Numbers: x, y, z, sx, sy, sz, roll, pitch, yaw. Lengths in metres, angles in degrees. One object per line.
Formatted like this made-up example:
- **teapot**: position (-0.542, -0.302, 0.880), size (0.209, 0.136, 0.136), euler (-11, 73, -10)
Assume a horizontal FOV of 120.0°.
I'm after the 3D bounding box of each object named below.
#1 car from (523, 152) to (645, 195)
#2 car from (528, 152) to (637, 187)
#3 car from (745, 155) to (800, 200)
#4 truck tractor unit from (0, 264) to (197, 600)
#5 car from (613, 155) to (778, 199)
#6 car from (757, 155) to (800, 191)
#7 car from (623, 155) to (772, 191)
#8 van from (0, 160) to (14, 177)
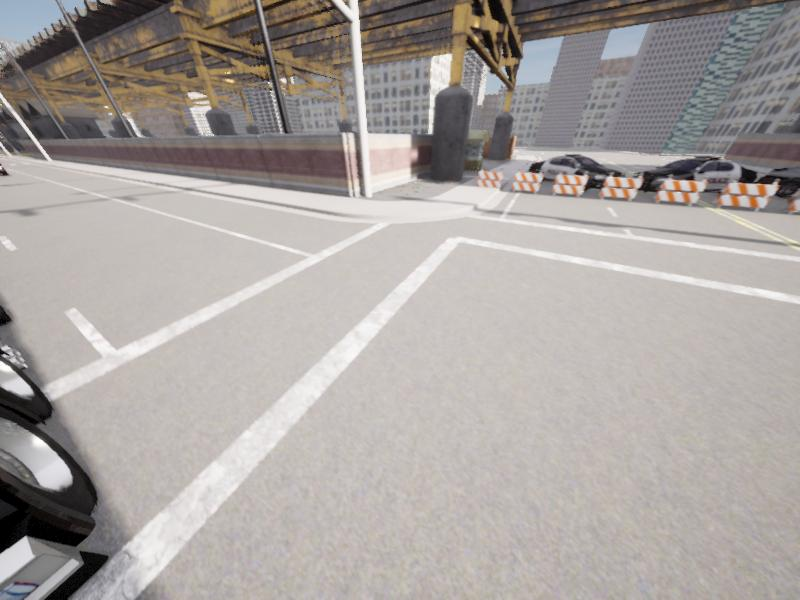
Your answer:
- **car**: position (9.701, -7.214, 12.894), size (2.038, 1.542, 4.974), euler (-10, 36, -13)
- **car**: position (9.685, -7.371, 12.844), size (1.853, 1.218, 4.536), euler (-10, 36, -13)
- **car**: position (18.741, -4.809, 9.337), size (2.038, 1.542, 4.974), euler (-20, 39, -25)
- **truck tractor unit**: position (-5.116, -0.292, 0.783), size (6.516, 4.208, 3.053), euler (18, 39, 24)
- **car**: position (13.698, -5.925, 10.996), size (4.974, 1.542, 2.038), euler (-4, 35, -5)
- **car**: position (18.712, -4.964, 9.283), size (1.853, 1.218, 4.536), euler (-20, 39, -25)
- **car**: position (13.748, -6.058, 10.911), size (4.536, 1.218, 1.853), euler (-4, 35, -5)
- **van**: position (-34.861, -11.559, 18.796), size (5.915, 2.561, 1.988), euler (18, 39, 24)
